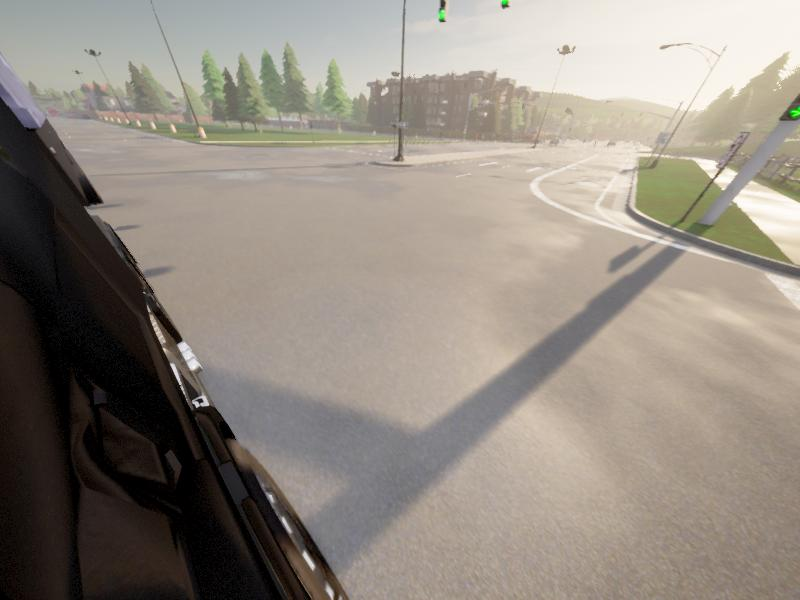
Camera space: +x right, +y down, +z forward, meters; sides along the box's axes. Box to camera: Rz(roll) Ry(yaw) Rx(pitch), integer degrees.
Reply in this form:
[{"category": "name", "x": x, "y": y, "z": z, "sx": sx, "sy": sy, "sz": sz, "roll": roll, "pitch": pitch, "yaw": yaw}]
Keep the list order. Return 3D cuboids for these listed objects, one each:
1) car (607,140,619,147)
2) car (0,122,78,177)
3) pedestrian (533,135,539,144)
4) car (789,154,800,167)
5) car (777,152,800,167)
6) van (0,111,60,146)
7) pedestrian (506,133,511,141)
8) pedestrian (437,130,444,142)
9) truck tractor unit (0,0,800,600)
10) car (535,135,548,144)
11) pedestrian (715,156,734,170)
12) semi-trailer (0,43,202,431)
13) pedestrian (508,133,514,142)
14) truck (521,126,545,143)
[{"category": "car", "x": 63.124, "y": -46.448, "z": 68.501, "sx": 1.930, "sy": 1.638, "sz": 5.238, "roll": 28, "pitch": 44, "yaw": 30}, {"category": "car", "x": -17.154, "y": -7.010, "z": 10.535, "sx": 5.027, "sy": 1.651, "sz": 2.152, "roll": 28, "pitch": 44, "yaw": 30}, {"category": "pedestrian", "x": 34.913, "y": -41.174, "z": 59.369, "sx": 0.751, "sy": 1.860, "sz": 0.751, "roll": 21, "pitch": 40, "yaw": 23}, {"category": "car", "x": 56.055, "y": -18.449, "z": 30.659, "sx": 3.988, "sy": 1.617, "sz": 1.851, "roll": 28, "pitch": 44, "yaw": 30}, {"category": "car", "x": 58.619, "y": -19.701, "z": 32.726, "sx": 5.027, "sy": 1.651, "sz": 2.152, "roll": 28, "pitch": 44, "yaw": 30}, {"category": "van", "x": -28.492, "y": -13.235, "z": 17.800, "sx": 4.442, "sy": 1.987, "sz": 1.775, "roll": 28, "pitch": 44, "yaw": 30}, {"category": "pedestrian", "x": 32.442, "y": -48.922, "z": 69.302, "sx": 0.751, "sy": 1.860, "sz": 0.751, "roll": 25, "pitch": 42, "yaw": 27}, {"category": "pedestrian", "x": 8.130, "y": -32.988, "z": 46.412, "sx": 0.751, "sy": 1.860, "sz": 0.751, "roll": 31, "pitch": 45, "yaw": 32}, {"category": "truck tractor unit", "x": -2.645, "y": -0.295, "z": 0.351, "sx": 6.516, "sy": 4.208, "sz": 3.053, "roll": 28, "pitch": 44, "yaw": 30}, {"category": "car", "x": 38.645, "y": -43.726, "z": 63.056, "sx": 1.905, "sy": 1.878, "sz": 3.866, "roll": 28, "pitch": 44, "yaw": 30}, {"category": "pedestrian", "x": 30.023, "y": -12.679, "z": 21.362, "sx": 0.500, "sy": 1.100, "sz": 0.500, "roll": 31, "pitch": 45, "yaw": 33}, {"category": "semi-trailer", "x": -8.690, "y": -3.616, "z": 4.228, "sx": 14.254, "sy": 4.402, "sz": 2.717, "roll": 28, "pitch": 44, "yaw": 30}, {"category": "pedestrian", "x": 30.007, "y": -43.926, "z": 62.439, "sx": 0.751, "sy": 1.860, "sz": 0.751, "roll": 24, "pitch": 42, "yaw": 26}, {"category": "truck", "x": 38.341, "y": -47.557, "z": 66.516, "sx": 2.891, "sy": 3.827, "sz": 8.468, "roll": 28, "pitch": 44, "yaw": 30}]
